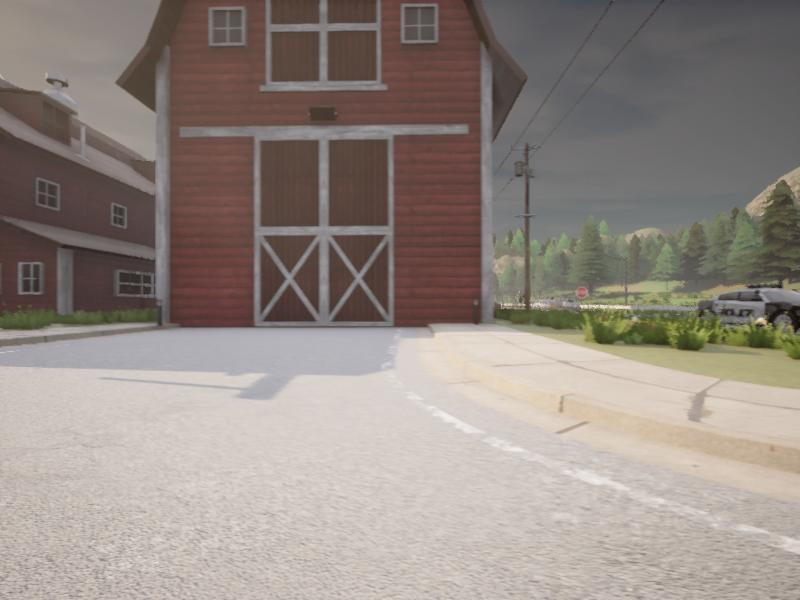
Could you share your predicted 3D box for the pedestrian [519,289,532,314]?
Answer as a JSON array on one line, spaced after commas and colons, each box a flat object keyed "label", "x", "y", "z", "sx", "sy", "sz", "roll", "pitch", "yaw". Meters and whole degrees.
[{"label": "pedestrian", "x": 9.489, "y": 0.107, "z": 30.159, "sx": 0.751, "sy": 1.860, "sz": 0.751, "roll": 0, "pitch": 0, "yaw": 2}]

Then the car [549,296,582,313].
[{"label": "car", "x": 17.073, "y": 0.468, "z": 41.552, "sx": 1.851, "sy": 1.617, "sz": 3.988, "roll": 0, "pitch": 0, "yaw": 1}]

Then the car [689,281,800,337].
[{"label": "car", "x": 12.868, "y": 0.274, "z": 13.921, "sx": 1.930, "sy": 1.638, "sz": 5.238, "roll": 0, "pitch": 0, "yaw": 1}]

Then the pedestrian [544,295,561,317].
[{"label": "pedestrian", "x": 9.018, "y": 0.344, "z": 23.652, "sx": 0.751, "sy": 1.300, "sz": 0.751, "roll": 0, "pitch": 0, "yaw": 6}]

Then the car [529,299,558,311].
[{"label": "car", "x": 17.241, "y": 0.595, "z": 48.263, "sx": 1.812, "sy": 1.442, "sz": 4.674, "roll": 0, "pitch": 0, "yaw": 1}]
